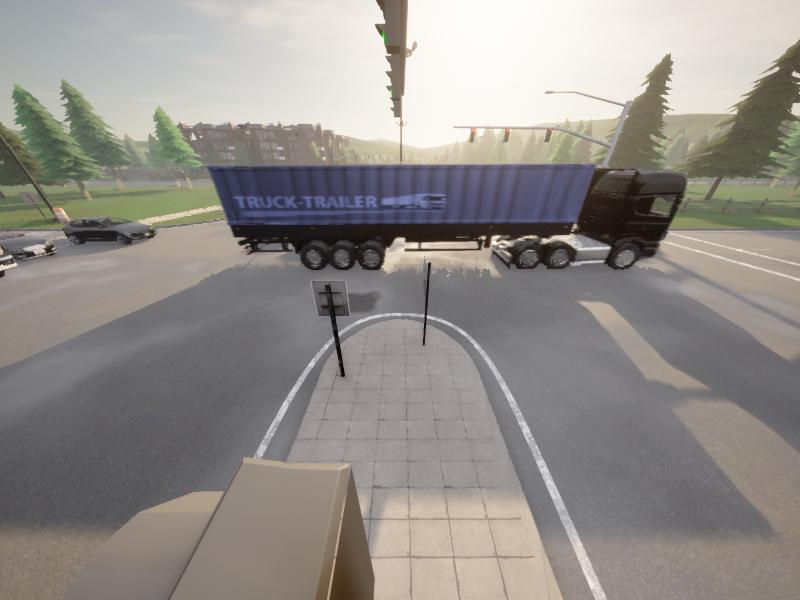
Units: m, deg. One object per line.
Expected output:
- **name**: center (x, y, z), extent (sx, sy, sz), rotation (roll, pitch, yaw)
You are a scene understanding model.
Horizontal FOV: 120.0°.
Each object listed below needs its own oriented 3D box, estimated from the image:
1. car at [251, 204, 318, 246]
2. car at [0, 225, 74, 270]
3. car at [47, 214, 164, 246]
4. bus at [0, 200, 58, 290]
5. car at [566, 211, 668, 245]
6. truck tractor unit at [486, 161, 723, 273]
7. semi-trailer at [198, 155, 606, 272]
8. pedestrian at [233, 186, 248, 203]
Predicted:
- **car**: center (-7.417, -5.244, 15.606), extent (1.801, 1.575, 5.366), rotation (0, 30, 0)
- **car**: center (-19.857, -2.560, 11.030), extent (4.902, 1.511, 2.128), rotation (0, 30, 0)
- **car**: center (-17.657, -4.296, 14.073), extent (4.193, 1.474, 1.816), rotation (0, 30, 0)
- **bus**: center (-20.217, -2.050, 7.414), extent (10.273, 4.253, 3.944), rotation (-1, 30, 0)
- **car**: center (13.013, -4.407, 14.132), extent (3.988, 1.617, 1.851), rotation (0, 30, 0)
- **truck tractor unit**: center (7.993, -3.778, 10.426), extent (6.516, 4.208, 3.053), rotation (0, 30, 0)
- **semi-trailer**: center (0.079, -3.850, 10.358), extent (14.254, 4.402, 2.717), rotation (0, 30, 0)
- **pedestrian**: center (-19.741, -13.131, 28.636), extent (0.751, 1.860, 0.751), rotation (0, 30, 0)
